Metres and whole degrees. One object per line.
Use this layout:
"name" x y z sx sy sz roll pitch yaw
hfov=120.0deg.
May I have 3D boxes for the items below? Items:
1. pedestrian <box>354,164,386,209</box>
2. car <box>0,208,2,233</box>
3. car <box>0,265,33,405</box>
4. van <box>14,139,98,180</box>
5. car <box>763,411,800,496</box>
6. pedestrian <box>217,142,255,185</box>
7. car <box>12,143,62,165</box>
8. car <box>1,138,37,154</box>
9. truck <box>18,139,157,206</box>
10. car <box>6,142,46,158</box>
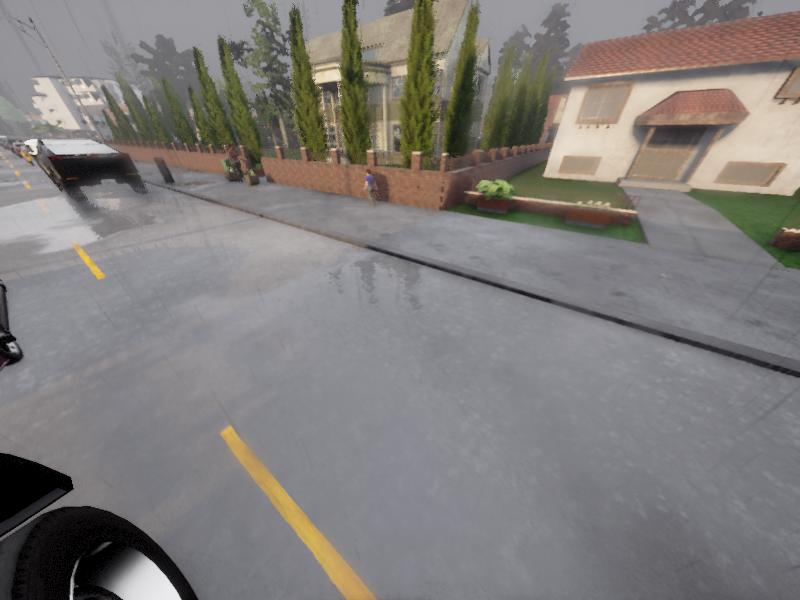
"pedestrian" -1.055 -4.155 8.441 0.751 1.300 0.751 22 41 28
"car" -13.577 -2.784 6.421 4.514 1.525 2.007 22 41 28
"car" -6.253 0.192 2.401 4.181 1.385 1.994 22 41 28
"van" -22.741 -9.414 15.302 4.480 2.038 2.069 22 40 28
"car" 4.640 1.755 0.177 4.193 1.474 1.816 22 40 27
"pedestrian" -8.561 -7.131 12.114 0.751 1.860 0.751 14 37 18
"car" -34.974 -14.107 22.258 5.366 1.575 1.801 22 41 28
"car" -56.115 -22.686 33.995 4.605 1.855 1.932 22 40 28
"truck" -14.431 -6.117 10.647 6.274 2.098 2.390 22 41 27
"car" -46.700 -18.750 28.839 3.806 1.475 1.970 22 41 28
